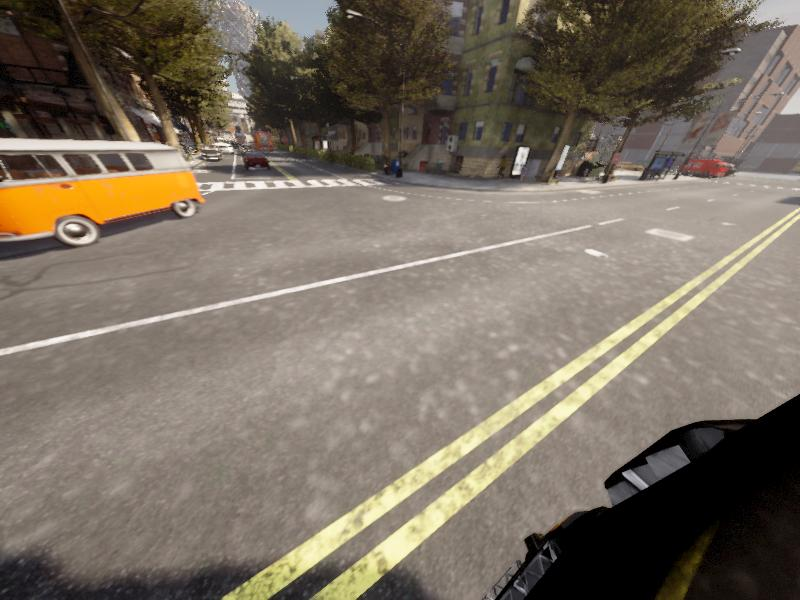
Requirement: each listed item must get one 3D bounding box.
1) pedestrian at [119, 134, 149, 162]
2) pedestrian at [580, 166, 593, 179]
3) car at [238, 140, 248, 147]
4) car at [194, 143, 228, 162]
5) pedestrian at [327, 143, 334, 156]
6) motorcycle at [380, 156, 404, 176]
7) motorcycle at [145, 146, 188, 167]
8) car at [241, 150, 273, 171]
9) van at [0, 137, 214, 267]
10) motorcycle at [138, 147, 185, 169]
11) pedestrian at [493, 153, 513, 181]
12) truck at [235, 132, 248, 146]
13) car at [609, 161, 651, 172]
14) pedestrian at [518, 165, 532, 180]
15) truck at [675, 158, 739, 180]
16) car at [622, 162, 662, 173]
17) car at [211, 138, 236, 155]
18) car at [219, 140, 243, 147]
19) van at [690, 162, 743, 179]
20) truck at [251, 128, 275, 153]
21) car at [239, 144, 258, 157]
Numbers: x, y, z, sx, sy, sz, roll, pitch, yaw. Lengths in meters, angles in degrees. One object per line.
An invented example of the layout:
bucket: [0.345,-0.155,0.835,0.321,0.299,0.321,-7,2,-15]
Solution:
pedestrian: [-22.082,-12.623,19.217,0.751,1.860,0.751,-7,35,-15]
pedestrian: [19.095,-13.089,23.701,0.500,1.100,0.500,-15,38,-25]
car: [-52.455,-52.173,77.076,2.152,1.651,5.027,-16,38,-26]
car: [-20.793,-16.361,25.604,2.231,1.521,4.892,-16,38,-26]
pedestrian: [-12.440,-27.001,41.520,0.751,1.860,0.751,-17,38,-27]
motorcycle: [-0.607,-11.227,19.343,0.764,1.277,2.356,10,33,29]
motorcycle: [-17.911,-11.068,17.797,0.856,1.236,1.805,20,37,23]
car: [-12.666,-12.311,20.285,1.895,1.301,4.718,-16,38,-26]
van: [-7.588,-2.745,5.688,1.775,1.987,4.442,7,34,6]
motorcycle: [-17.466,-10.487,17.032,0.803,1.145,2.033,28,40,17]
pedestrian: [8.284,-10.755,18.700,0.751,1.860,0.751,-2,34,-7]
truck: [-57.428,-58.236,83.550,2.891,3.827,8.468,-16,38,-26]
car: [44.656,-26.116,45.098,1.801,1.575,5.366,-16,38,-26]
pedestrian: [10.677,-10.865,19.730,0.500,1.100,0.500,-17,38,-27]
truck: [48.416,-20.914,36.704,2.627,2.467,5.204,2,35,-5]
car: [48.085,-26.533,46.070,2.128,1.511,4.902,-16,38,-26]
car: [-27.337,-23.926,35.942,2.435,2.045,5.566,-16,38,-26]
car: [-46.387,-42.860,63.408,1.837,1.490,4.892,20,37,23]
van: [53.002,-21.814,38.825,2.069,2.038,4.480,-16,38,-26]
truck: [-28.807,-33.480,48.560,2.891,3.827,8.468,-16,38,-26]
car: [-22.997,-22.735,34.988,1.970,1.475,3.806,-16,38,-26]
